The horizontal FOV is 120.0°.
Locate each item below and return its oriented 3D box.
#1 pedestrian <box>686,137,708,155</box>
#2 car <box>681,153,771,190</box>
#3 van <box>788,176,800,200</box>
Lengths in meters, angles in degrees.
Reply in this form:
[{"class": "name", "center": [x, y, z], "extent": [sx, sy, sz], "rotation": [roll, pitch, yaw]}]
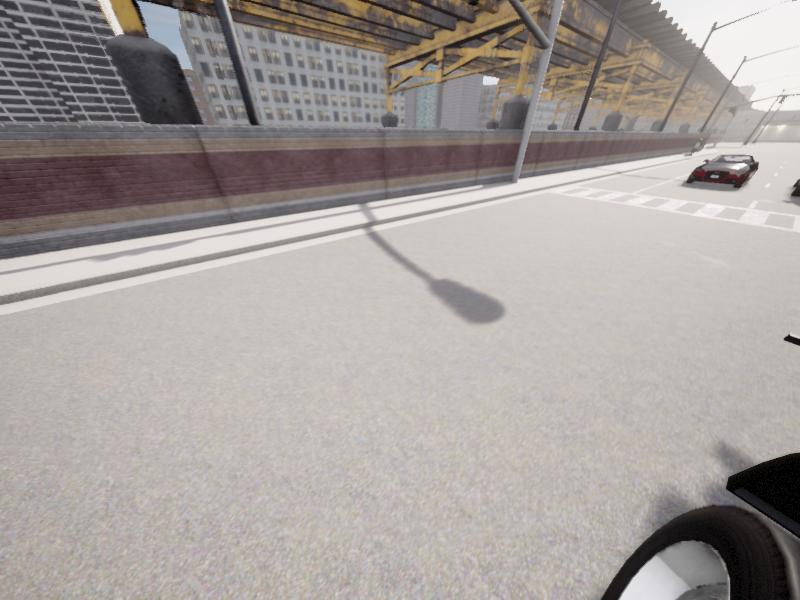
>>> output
[{"class": "pedestrian", "center": [36.985, -19.147, 28.771], "extent": [0.751, 1.860, 0.751], "rotation": [-20, 40, -25]}, {"class": "car", "center": [17.941, -7.178, 12.723], "extent": [4.181, 1.385, 1.994], "rotation": [-21, 40, -27]}, {"class": "van", "center": [19.659, -5.907, 9.891], "extent": [5.915, 2.561, 1.988], "rotation": [-22, 41, -28]}]
